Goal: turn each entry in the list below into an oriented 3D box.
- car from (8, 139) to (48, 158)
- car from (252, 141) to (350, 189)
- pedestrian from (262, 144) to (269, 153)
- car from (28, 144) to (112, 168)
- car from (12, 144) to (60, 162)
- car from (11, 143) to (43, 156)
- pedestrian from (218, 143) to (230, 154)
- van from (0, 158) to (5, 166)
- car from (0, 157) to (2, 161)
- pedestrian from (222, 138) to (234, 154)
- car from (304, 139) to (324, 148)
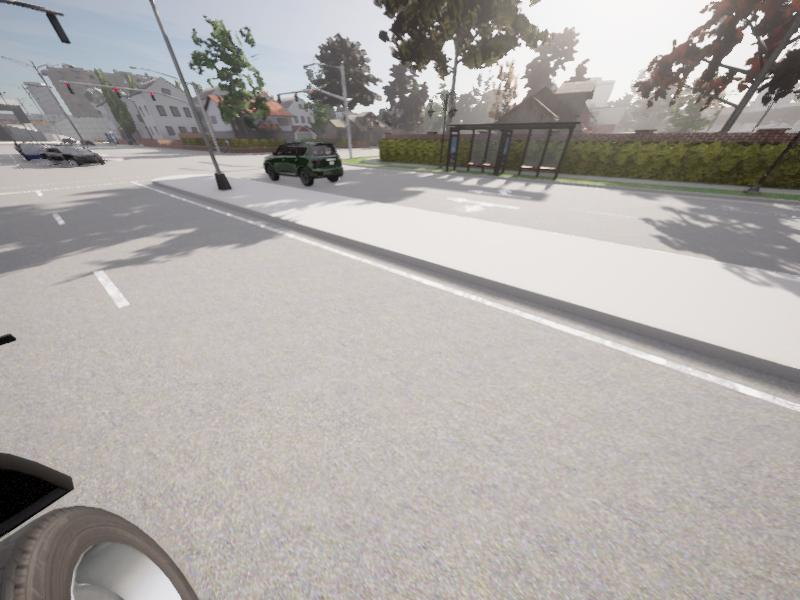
[{"bbox_3d":[-47.676,-19.491,29.613,3.866,1.878,1.905,22,41,28],"label":"car"},{"bbox_3d":[-5.844,-8.158,13.681,5.566,2.045,2.150,22,41,28],"label":"car"},{"bbox_3d":[-21.294,-24.022,36.623,0.500,1.100,0.500,22,40,27],"label":"pedestrian"},{"bbox_3d":[-29.175,-12.838,20.514,5.238,1.638,1.930,9,37,12],"label":"car"},{"bbox_3d":[-39.984,-16.197,25.345,4.792,1.488,2.163,22,41,28],"label":"car"},{"bbox_3d":[-53.058,-21.439,32.857,4.718,1.301,1.895,22,41,28],"label":"car"},{"bbox_3d":[-25.819,-22.281,33.943,0.751,1.300,0.751,24,41,30],"label":"pedestrian"},{"bbox_3d":[-38.761,-13.464,20.988,4.480,2.038,2.069,22,41,28],"label":"van"},{"bbox_3d":[-44.733,-15.830,24.446,4.605,1.855,1.932,22,41,28],"label":"car"},{"bbox_3d":[-24.856,-22.241,33.402,0.751,1.860,0.751,30,44,35],"label":"pedestrian"},{"bbox_3d":[-19.003,-34.604,51.035,3.806,1.475,1.970,22,41,28],"label":"car"}]
